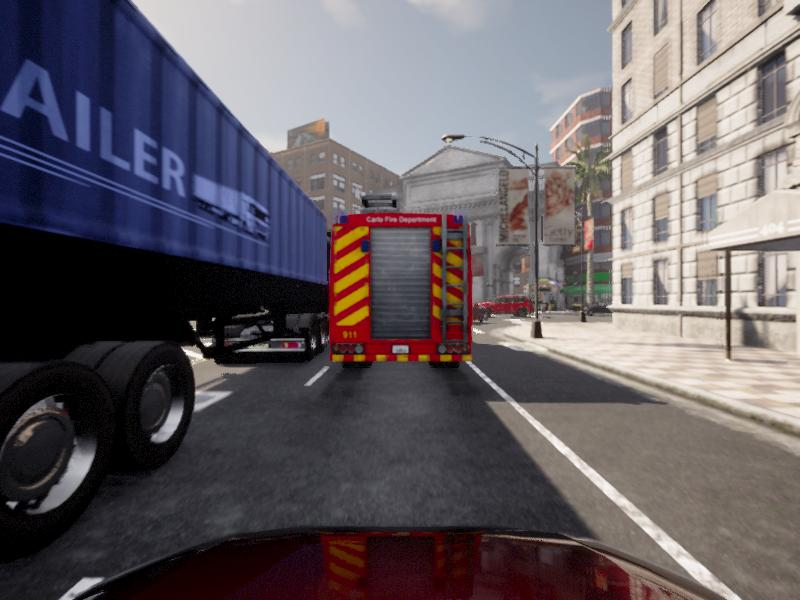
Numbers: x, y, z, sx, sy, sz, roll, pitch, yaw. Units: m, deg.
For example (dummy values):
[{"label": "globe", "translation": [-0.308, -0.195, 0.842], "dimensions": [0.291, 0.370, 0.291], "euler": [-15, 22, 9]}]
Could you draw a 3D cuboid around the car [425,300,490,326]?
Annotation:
[{"label": "car", "translation": [4.057, 0.821, 27.433], "dimensions": [2.152, 1.651, 5.027], "euler": [0, 0, 39]}]

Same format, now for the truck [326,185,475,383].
[{"label": "truck", "translation": [0.022, -0.304, 11.989], "dimensions": [2.891, 3.827, 8.468], "euler": [0, 0, 0]}]

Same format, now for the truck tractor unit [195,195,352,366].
[{"label": "truck tractor unit", "translation": [-3.514, -0.500, 13.139], "dimensions": [3.053, 4.208, 6.516], "euler": [0, 0, 0]}]

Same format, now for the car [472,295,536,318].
[{"label": "car", "translation": [9.807, 0.619, 38.056], "dimensions": [5.566, 2.045, 2.150], "euler": [-1, 0, 0]}]

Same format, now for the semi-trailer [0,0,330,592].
[{"label": "semi-trailer", "translation": [-3.520, -0.610, 5.229], "dimensions": [2.717, 4.402, 14.254], "euler": [0, 0, 0]}]

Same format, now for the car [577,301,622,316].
[{"label": "car", "translation": [20.629, 0.875, 41.462], "dimensions": [3.705, 1.549, 1.789], "euler": [0, 0, 0]}]
